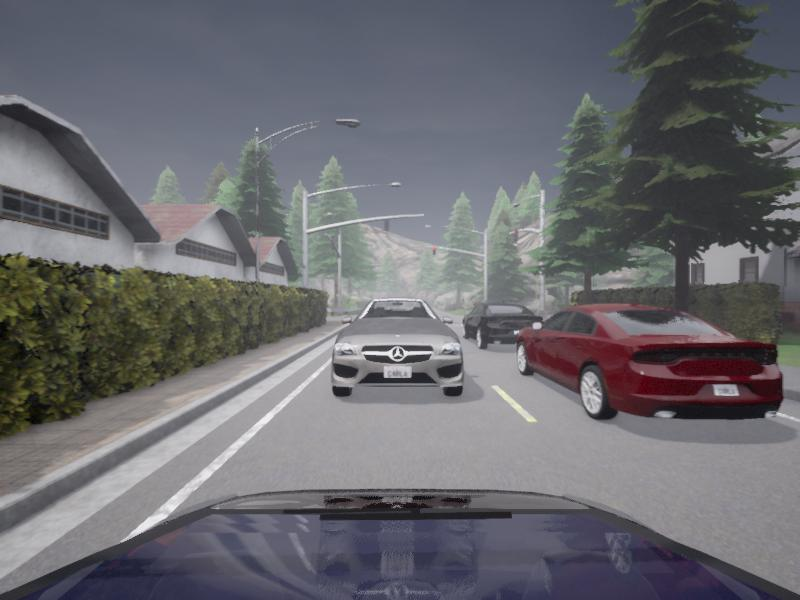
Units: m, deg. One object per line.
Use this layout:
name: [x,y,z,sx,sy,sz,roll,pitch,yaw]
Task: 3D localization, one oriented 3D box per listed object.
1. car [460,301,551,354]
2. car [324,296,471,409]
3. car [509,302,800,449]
car: [3.446,0.797,14.126,1.882,1.535,5.008,0,0,0]
car: [-0.052,0.765,8.393,2.152,1.651,5.027,0,0,0]
car: [3.473,0.810,6.743,1.882,1.535,5.008,0,0,0]
